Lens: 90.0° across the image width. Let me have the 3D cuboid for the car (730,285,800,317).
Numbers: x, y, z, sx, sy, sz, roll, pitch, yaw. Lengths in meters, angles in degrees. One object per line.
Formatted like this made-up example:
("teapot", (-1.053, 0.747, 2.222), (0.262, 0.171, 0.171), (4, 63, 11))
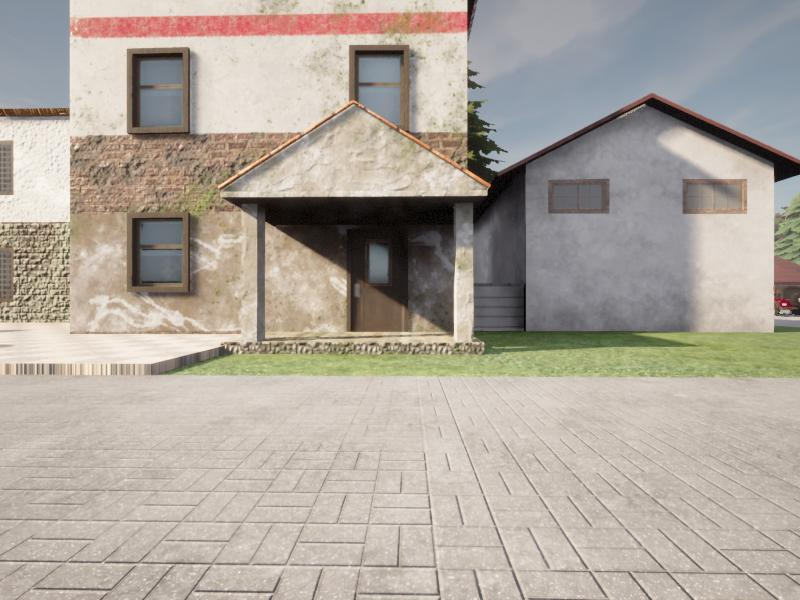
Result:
("car", (23.284, 0.048, 25.153), (1.905, 1.878, 3.866), (0, 0, 1))
